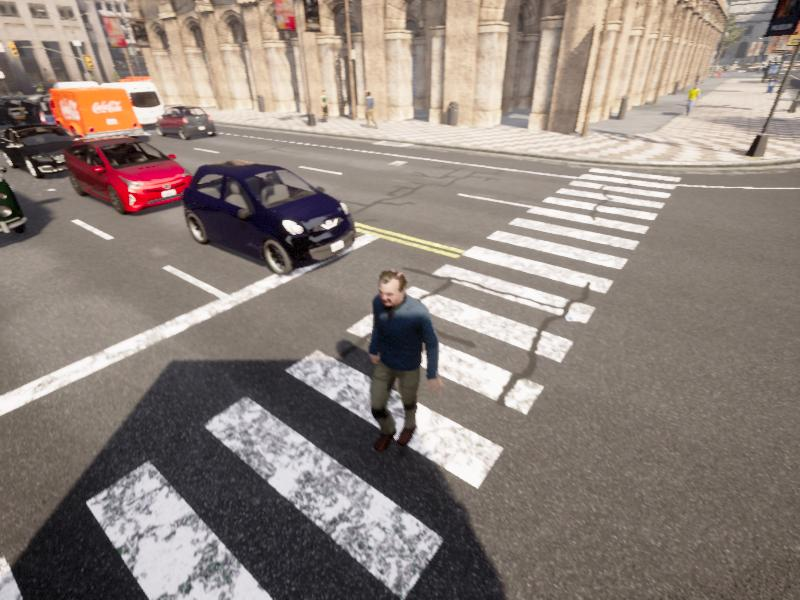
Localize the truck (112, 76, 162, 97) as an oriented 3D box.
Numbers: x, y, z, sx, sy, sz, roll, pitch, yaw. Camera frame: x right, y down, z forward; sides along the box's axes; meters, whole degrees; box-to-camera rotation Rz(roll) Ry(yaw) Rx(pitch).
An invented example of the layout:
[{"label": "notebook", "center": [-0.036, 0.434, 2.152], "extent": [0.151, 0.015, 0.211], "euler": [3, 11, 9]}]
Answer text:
[{"label": "truck", "center": [-39.732, -32.367, 60.552], "extent": [2.627, 2.467, 5.204], "euler": [21, 37, 33]}]

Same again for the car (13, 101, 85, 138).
[{"label": "car", "center": [-20.668, -10.692, 23.555], "extent": [3.988, 1.617, 1.851], "euler": [20, 37, 32]}]

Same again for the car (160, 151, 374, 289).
[{"label": "car", "center": [-2.511, -1.727, 7.590], "extent": [3.633, 1.501, 1.845], "euler": [20, 36, 32]}]

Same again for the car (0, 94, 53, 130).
[{"label": "car", "center": [-25.630, -12.662, 26.846], "extent": [4.605, 1.855, 1.932], "euler": [20, 37, 32]}]

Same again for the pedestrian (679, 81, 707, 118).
[{"label": "pedestrian", "center": [16.909, -11.597, 23.100], "extent": [0.751, 1.860, 0.751], "euler": [21, 37, 33]}]

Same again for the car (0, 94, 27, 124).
[{"label": "car", "center": [-30.431, -14.403, 30.092], "extent": [4.553, 1.767, 2.097], "euler": [21, 37, 33]}]

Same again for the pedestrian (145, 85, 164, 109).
[{"label": "pedestrian", "center": [-22.016, -18.251, 35.956], "extent": [0.751, 1.860, 0.751], "euler": [22, 38, 34]}]

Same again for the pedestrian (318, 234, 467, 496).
[{"label": "pedestrian", "center": [-0.017, 0.534, 3.246], "extent": [0.751, 1.860, 0.751], "euler": [17, 35, 28]}]

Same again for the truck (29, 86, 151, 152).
[{"label": "truck", "center": [-15.163, -9.005, 19.601], "extent": [5.204, 2.467, 2.627], "euler": [20, 37, 32]}]

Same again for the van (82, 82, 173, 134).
[{"label": "van", "center": [-16.660, -11.825, 24.422], "extent": [5.915, 2.561, 1.988], "euler": [20, 37, 32]}]

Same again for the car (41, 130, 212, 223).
[{"label": "car", "center": [-7.494, -3.551, 10.906], "extent": [4.514, 1.525, 2.007], "euler": [20, 36, 32]}]

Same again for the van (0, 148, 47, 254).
[{"label": "van", "center": [-9.797, -2.380, 8.522], "extent": [4.442, 1.987, 1.775], "euler": [21, 37, 32]}]

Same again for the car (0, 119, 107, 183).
[{"label": "car", "center": [-12.922, -5.528, 14.529], "extent": [4.892, 1.490, 1.837], "euler": [20, 37, 32]}]

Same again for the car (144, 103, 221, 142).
[{"label": "car", "center": [-11.517, -9.475, 21.204], "extent": [3.633, 1.501, 1.845], "euler": [20, 37, 32]}]

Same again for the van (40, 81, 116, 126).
[{"label": "van", "center": [-23.293, -14.305, 28.920], "extent": [5.915, 2.561, 1.988], "euler": [21, 37, 32]}]

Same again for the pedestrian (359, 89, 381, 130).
[{"label": "pedestrian", "center": [-1.601, -10.126, 21.269], "extent": [0.751, 1.860, 0.751], "euler": [19, 36, 31]}]

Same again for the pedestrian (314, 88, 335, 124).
[{"label": "pedestrian", "center": [-4.477, -11.509, 23.747], "extent": [0.751, 1.860, 0.751], "euler": [26, 40, 38]}]
